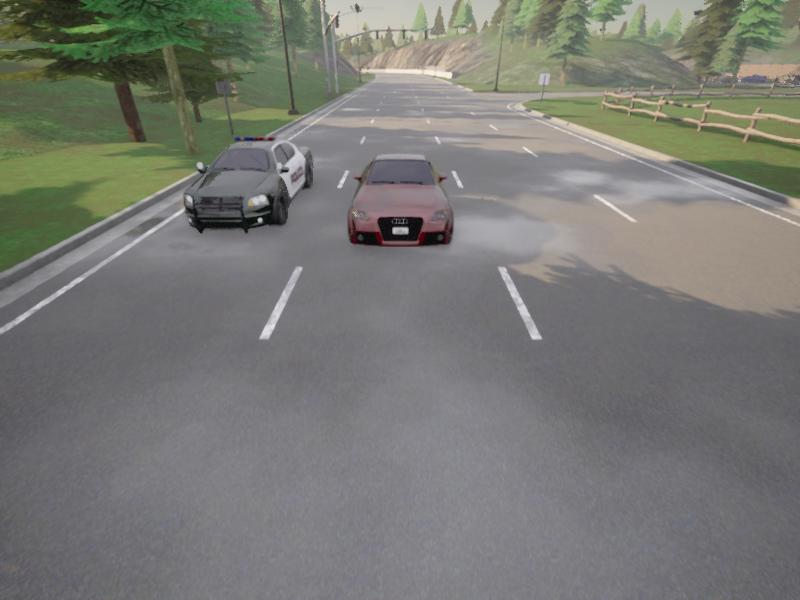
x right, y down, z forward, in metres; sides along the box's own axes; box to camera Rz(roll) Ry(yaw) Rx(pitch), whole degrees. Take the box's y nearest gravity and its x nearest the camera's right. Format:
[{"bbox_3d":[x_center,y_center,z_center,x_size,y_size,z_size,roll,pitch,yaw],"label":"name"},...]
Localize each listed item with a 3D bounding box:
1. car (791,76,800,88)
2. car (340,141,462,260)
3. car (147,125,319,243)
[{"bbox_3d":[64.333,-34.168,62.743,1.851,1.617,3.988,0,30,0],"label":"car"},{"bbox_3d":[0.010,-2.385,8.689,1.994,1.385,4.181,0,30,0],"label":"car"},{"bbox_3d":[-3.490,-3.059,9.675,2.038,1.542,4.974,0,30,0],"label":"car"}]
